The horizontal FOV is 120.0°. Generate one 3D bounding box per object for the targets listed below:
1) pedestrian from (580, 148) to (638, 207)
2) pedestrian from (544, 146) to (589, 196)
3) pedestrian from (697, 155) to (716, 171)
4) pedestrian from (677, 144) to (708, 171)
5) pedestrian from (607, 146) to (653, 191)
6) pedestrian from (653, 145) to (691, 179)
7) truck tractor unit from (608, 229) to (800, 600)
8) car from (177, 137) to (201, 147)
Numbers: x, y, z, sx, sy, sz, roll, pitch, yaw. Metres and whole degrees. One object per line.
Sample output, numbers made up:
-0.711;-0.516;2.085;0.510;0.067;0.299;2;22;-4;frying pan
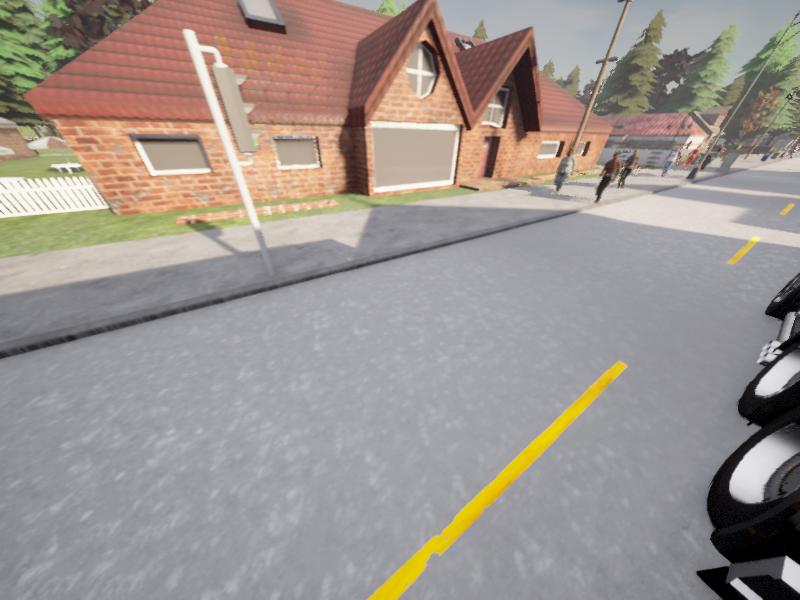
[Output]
7.896;-4.658;8.809;0.751;1.860;0.751;-18;40;-25;pedestrian
7.466;-5.824;10.451;0.751;1.860;0.751;-14;38;-20;pedestrian
26.070;-11.666;19.650;0.500;1.100;0.500;-21;41;-27;pedestrian
24.506;-11.960;19.383;0.751;1.860;0.751;-19;40;-26;pedestrian
11.354;-6.506;11.475;0.751;1.860;0.751;-20;40;-26;pedestrian
17.995;-9.154;15.319;0.751;1.860;0.751;-19;40;-25;pedestrian
5.053;-0.354;0.859;6.516;4.208;3.053;-21;40;-27;truck tractor unit
-50.986;-38.229;55.944;3.866;1.878;1.905;-19;40;-26;car
